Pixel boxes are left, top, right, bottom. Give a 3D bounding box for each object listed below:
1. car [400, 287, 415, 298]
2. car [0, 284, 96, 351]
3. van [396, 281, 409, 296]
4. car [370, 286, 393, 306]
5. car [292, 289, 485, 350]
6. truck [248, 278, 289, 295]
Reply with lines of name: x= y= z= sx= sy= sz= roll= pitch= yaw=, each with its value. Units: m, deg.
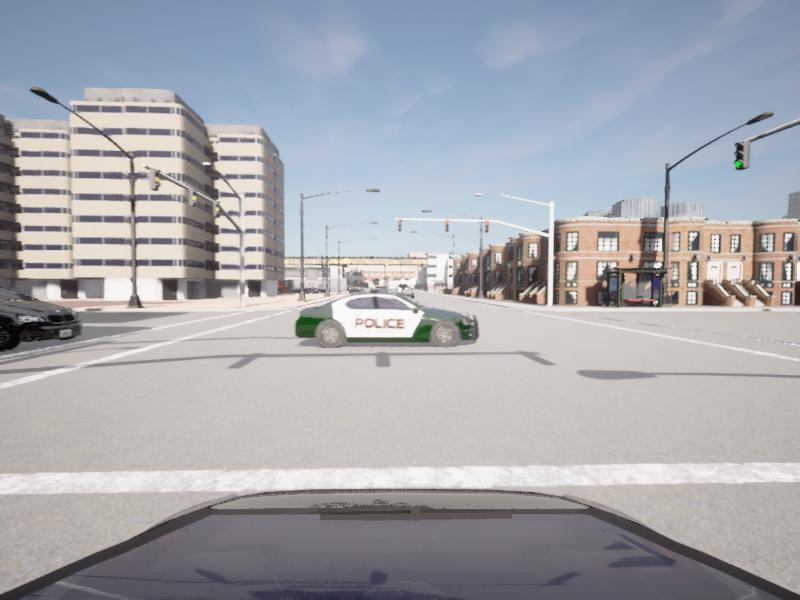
car: x=1.008 y=-1.081 z=56.912 sx=1.851 sy=1.617 sz=3.988 roll=0 pitch=2 yaw=-2
car: x=-11.532 y=0.406 z=10.963 sx=4.611 sy=1.667 sz=2.242 roll=0 pitch=2 yaw=-2
van: x=0.437 y=-2.027 z=70.863 sx=1.988 sy=2.561 sz=5.915 roll=0 pitch=2 yaw=-2
car: x=-1.669 y=-0.422 z=36.697 sx=1.930 sy=1.638 sz=5.238 roll=0 pitch=2 yaw=-2
car: x=-0.318 y=0.490 z=11.390 sx=4.974 sy=1.542 sz=2.038 roll=0 pitch=2 yaw=-2
truck: x=-30.814 y=-3.236 z=94.081 sx=8.468 sy=3.827 sz=2.891 roll=-1 pitch=2 yaw=-4
